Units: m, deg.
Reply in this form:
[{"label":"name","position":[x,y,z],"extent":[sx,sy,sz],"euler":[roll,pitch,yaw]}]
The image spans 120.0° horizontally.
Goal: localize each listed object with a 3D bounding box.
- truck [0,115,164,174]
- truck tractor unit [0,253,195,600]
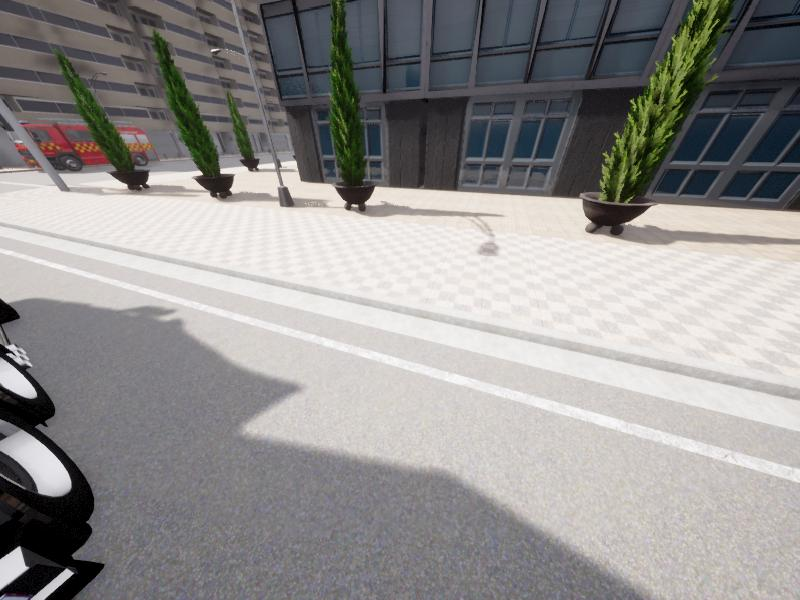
[{"label":"truck","position":[-29.169,-14.667,21.855],"extent":[2.891,3.827,8.468],"euler":[11,36,16]},{"label":"truck tractor unit","position":[-5.091,-0.320,0.809],"extent":[6.516,4.208,3.053],"euler":[19,39,25]}]
